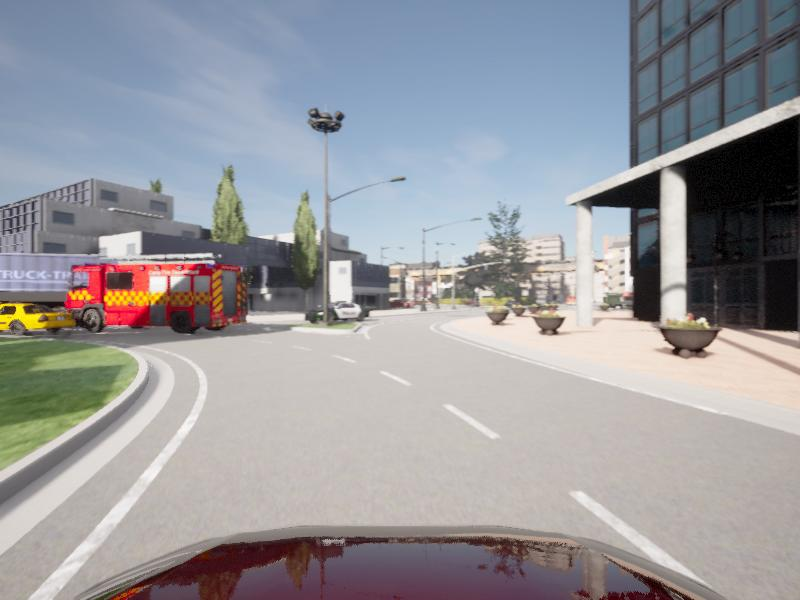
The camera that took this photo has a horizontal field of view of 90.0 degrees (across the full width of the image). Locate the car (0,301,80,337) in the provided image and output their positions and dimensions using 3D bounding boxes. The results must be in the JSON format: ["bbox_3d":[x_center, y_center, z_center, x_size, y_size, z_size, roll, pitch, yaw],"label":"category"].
[{"bbox_3d":[-18.330,0.833,18.831,5.366,1.575,1.801,0,0,5],"label":"car"}]

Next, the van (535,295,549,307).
[{"bbox_3d":[31.763,0.219,89.206,1.988,2.561,5.915,0,0,30],"label":"van"}]

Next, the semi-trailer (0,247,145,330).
[{"bbox_3d":[-22.664,-0.595,22.101,14.254,4.402,2.717,0,-1,-16],"label":"semi-trailer"}]

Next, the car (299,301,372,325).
[{"bbox_3d":[-4.504,0.824,28.646,2.038,1.542,4.974,0,0,40],"label":"car"}]

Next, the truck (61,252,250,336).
[{"bbox_3d":[-12.353,-0.304,20.454,8.468,3.827,2.891,0,1,11],"label":"truck"}]

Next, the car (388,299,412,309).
[{"bbox_3d":[-0.079,0.714,72.940,3.988,1.617,1.851,0,0,30],"label":"car"}]
